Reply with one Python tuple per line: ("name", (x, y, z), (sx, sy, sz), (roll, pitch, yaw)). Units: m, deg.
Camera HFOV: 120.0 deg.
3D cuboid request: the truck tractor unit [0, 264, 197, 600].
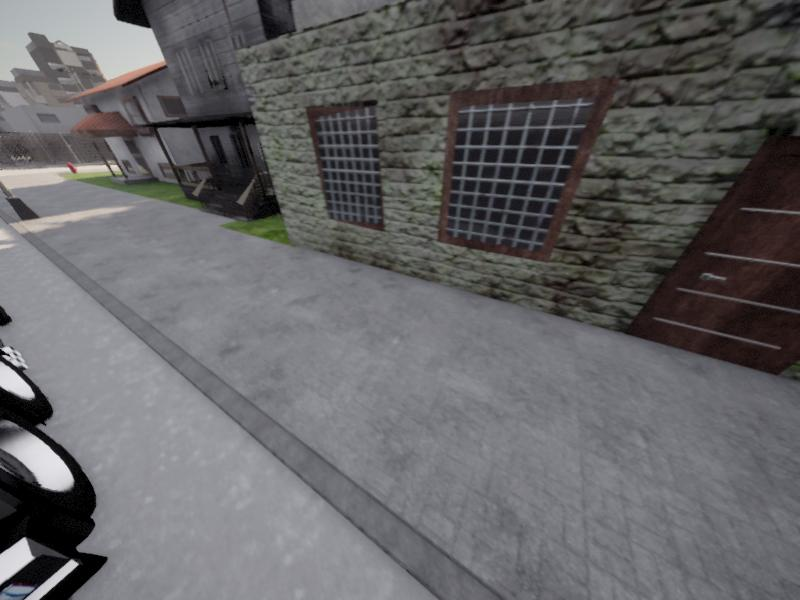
("truck tractor unit", (-5.118, -0.291, 0.793), (6.516, 4.208, 3.053), (18, 39, 24))
